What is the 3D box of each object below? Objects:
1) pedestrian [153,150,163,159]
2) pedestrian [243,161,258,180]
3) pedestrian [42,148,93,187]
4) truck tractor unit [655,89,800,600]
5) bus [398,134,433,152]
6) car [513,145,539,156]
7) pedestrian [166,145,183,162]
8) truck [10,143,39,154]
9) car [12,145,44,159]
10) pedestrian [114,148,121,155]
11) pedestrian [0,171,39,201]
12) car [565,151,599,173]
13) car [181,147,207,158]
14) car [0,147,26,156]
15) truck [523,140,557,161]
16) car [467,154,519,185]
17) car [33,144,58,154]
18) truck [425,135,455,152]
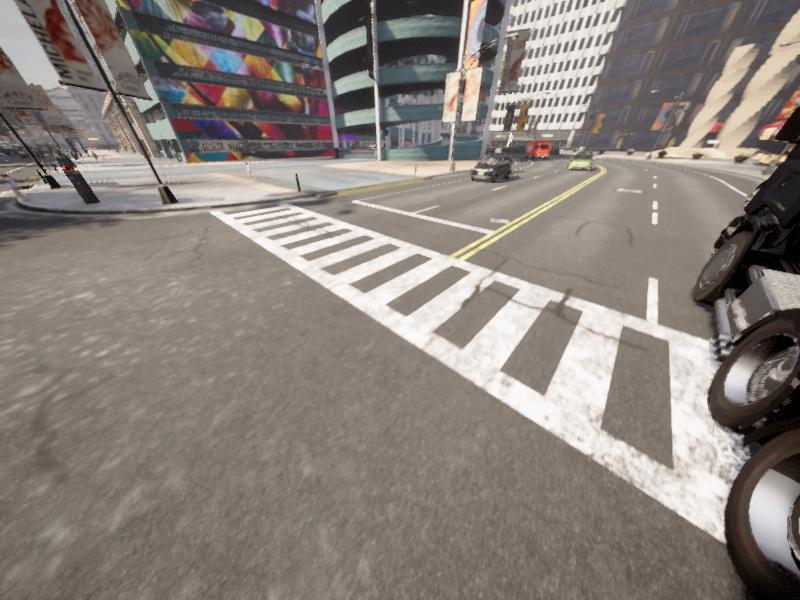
[{"bbox_3d":[-37.429,-22.511,35.745,0.500,1.100,0.500,11,36,16],"label":"pedestrian"},{"bbox_3d":[-10.136,-8.793,15.670,0.500,1.100,0.500,-26,42,-33],"label":"pedestrian"},{"bbox_3d":[-18.753,-7.495,13.104,0.751,1.860,0.751,-23,40,-29],"label":"pedestrian"},{"bbox_3d":[4.788,-0.537,1.130,3.053,4.208,6.516,29,44,35],"label":"truck tractor unit"},{"bbox_3d":[4.579,-48.063,70.603,10.273,4.253,3.944,27,43,34],"label":"bus"},{"bbox_3d":[25.211,-30.126,46.480,1.932,1.855,4.605,-5,34,-8],"label":"car"},{"bbox_3d":[-29.944,-19.493,30.654,0.751,1.860,0.751,16,37,21],"label":"pedestrian"},{"bbox_3d":[-89.921,-36.309,55.374,6.274,2.098,2.390,27,43,34],"label":"truck"},{"bbox_3d":[-64.108,-25.606,39.911,4.605,1.855,1.932,27,43,34],"label":"car"},{"bbox_3d":[-59.066,-31.059,48.257,0.500,1.100,0.500,28,43,34],"label":"pedestrian"},{"bbox_3d":[-16.665,-4.970,10.084,0.500,1.100,0.500,20,39,27],"label":"pedestrian"},{"bbox_3d":[17.838,-13.574,22.583,2.007,1.525,4.514,22,40,29],"label":"car"},{"bbox_3d":[-36.014,-25.823,40.396,4.786,1.482,2.161,27,43,34],"label":"car"},{"bbox_3d":[-78.190,-30.025,46.710,4.892,1.490,1.837,27,43,34],"label":"car"},{"bbox_3d":[21.586,-23.271,35.946,2.627,2.467,5.204,6,34,8],"label":"truck"},{"bbox_3d":[6.550,-9.245,16.237,1.789,1.549,3.705,27,42,34],"label":"car"},{"bbox_3d":[-84.111,-35.967,54.927,5.566,2.045,2.150,27,43,34],"label":"car"},{"bbox_3d":[11.817,-46.764,69.078,8.468,3.827,2.891,27,43,34],"label":"truck"}]
